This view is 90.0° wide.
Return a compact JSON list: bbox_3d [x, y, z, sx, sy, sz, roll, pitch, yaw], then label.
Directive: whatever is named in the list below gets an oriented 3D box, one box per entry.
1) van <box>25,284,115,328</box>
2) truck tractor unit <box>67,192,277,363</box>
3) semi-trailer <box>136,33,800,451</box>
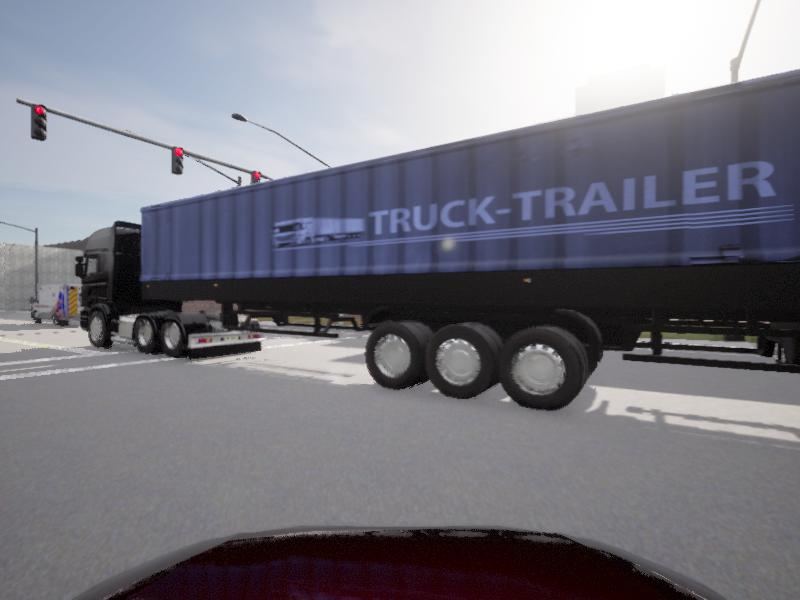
[{"bbox_3d":[-20.581,0.318,24.867,6.366,2.431,2.351,0,0,31],"label":"van"},{"bbox_3d":[-7.423,-0.549,12.843,6.516,4.208,3.053,0,0,31],"label":"truck tractor unit"},{"bbox_3d":[-0.648,-0.630,8.743,14.254,4.402,2.717,0,0,31],"label":"semi-trailer"}]
